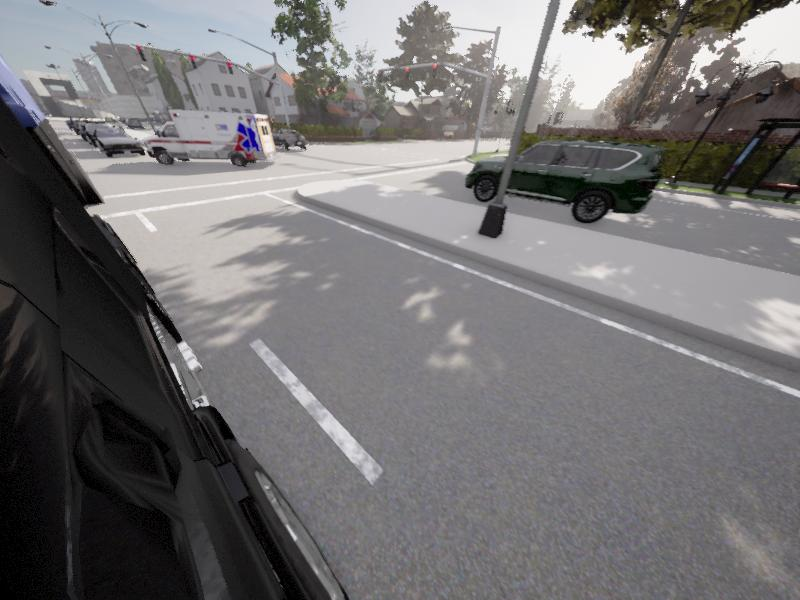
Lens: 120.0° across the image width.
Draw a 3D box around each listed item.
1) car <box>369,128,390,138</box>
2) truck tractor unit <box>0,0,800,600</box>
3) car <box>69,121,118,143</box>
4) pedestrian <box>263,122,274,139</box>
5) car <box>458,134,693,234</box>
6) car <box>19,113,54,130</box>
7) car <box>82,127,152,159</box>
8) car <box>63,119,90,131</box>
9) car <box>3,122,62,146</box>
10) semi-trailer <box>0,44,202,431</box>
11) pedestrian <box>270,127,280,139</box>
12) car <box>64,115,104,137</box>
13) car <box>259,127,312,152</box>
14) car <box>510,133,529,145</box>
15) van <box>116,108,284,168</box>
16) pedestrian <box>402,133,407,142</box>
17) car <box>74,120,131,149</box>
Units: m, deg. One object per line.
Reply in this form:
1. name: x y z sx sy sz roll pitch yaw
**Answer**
1. car: -3.952 -32.632 45.056 3.806 1.475 1.970 28 44 30
2. truck tractor unit: -2.645 -0.295 0.351 6.516 4.208 3.053 28 44 30
3. car: -29.920 -16.442 22.557 4.792 1.488 2.163 28 44 30
4. pedestrian: -18.405 -23.713 32.297 0.751 1.860 0.751 -24 44 -30
5. car: 5.167 -4.263 7.909 5.566 2.045 2.150 28 44 30
6. car: -51.666 -25.444 32.952 4.605 1.855 1.932 28 44 30
7. car: -18.991 -10.585 15.466 5.357 1.411 2.033 28 44 30
8. car: -50.257 -27.197 35.850 4.718 1.301 1.895 28 44 30
9. car: -29.622 -13.492 18.740 4.181 1.385 1.994 28 44 30
10. semi-trailer: -8.698 -3.597 4.239 14.254 4.402 2.717 28 44 30
11. pedestrian: -17.907 -23.923 33.072 0.751 1.300 0.751 28 44 30
12. car: -37.139 -20.453 27.138 3.866 1.878 1.905 28 44 30
13. car: -11.078 -15.483 22.258 5.027 1.651 2.152 28 44 30
14. car: 24.872 -33.451 48.056 1.932 1.855 4.605 28 43 30
15. van: -10.577 -9.083 13.095 6.366 2.431 2.351 -4 37 -8
16. pedestrian: 0.793 -27.683 39.344 0.500 1.100 0.500 29 44 31
17. car: -24.523 -13.659 19.032 5.238 1.638 1.930 28 44 30
